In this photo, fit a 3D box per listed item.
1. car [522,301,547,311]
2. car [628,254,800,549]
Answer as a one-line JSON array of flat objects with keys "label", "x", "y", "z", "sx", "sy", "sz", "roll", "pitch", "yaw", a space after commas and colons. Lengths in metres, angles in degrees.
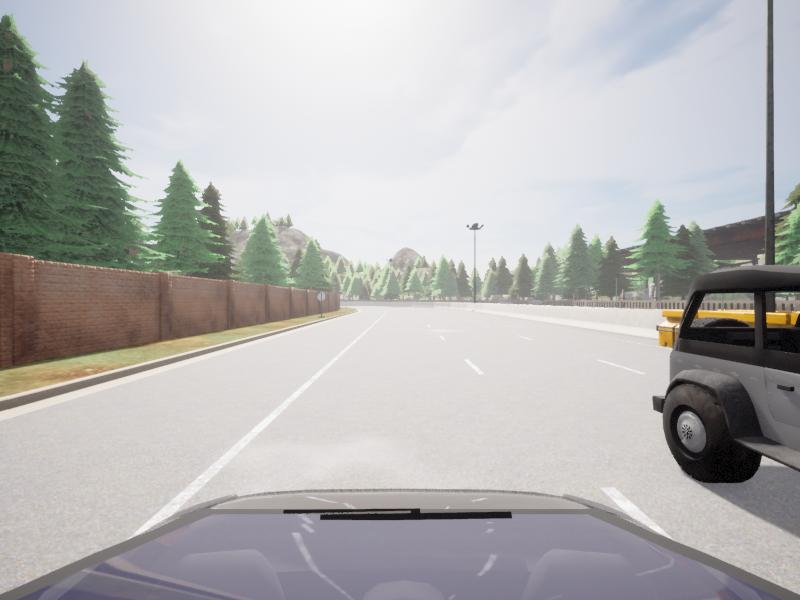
[{"label": "car", "x": 20.388, "y": 0.843, "z": 60.788, "sx": 1.837, "sy": 1.490, "sz": 4.892, "roll": 0, "pitch": 0, "yaw": -5}, {"label": "car", "x": 3.501, "y": 0.646, "z": 2.535, "sx": 1.905, "sy": 1.878, "sz": 3.866, "roll": 0, "pitch": 0, "yaw": 0}]
